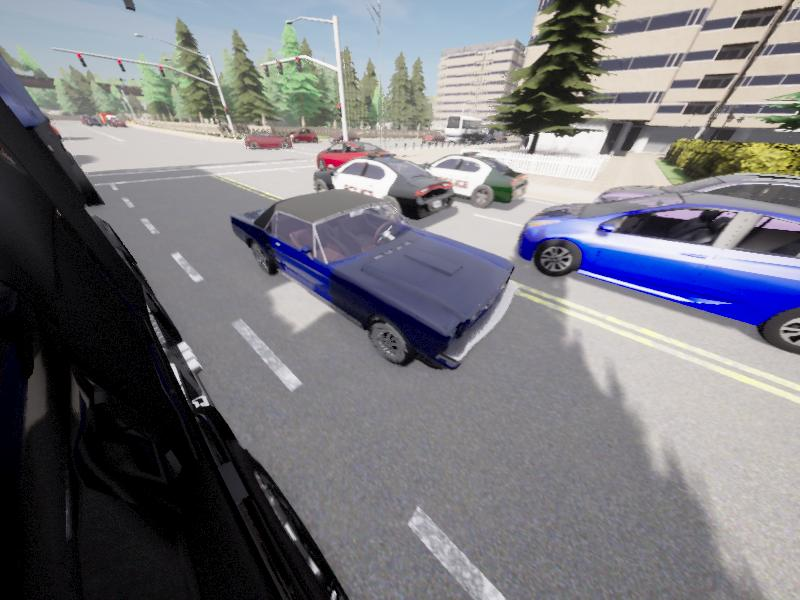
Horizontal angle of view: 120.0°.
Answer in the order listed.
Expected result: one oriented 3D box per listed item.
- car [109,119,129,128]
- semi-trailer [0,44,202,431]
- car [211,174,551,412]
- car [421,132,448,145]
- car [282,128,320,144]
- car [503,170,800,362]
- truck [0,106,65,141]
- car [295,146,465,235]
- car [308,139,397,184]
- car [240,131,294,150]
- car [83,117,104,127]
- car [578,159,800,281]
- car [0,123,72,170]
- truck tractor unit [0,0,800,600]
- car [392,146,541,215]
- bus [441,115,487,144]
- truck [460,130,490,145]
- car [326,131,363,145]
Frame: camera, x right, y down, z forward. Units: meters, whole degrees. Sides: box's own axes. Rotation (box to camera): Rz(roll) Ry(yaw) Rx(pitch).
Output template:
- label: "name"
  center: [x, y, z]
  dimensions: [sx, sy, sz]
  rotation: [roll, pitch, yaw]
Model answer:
- label: "car"
  center: [-61.701, -38.694, 50.648]
  dimensions: [3.806, 1.475, 1.970]
  rotation: [28, 44, 30]
- label: "semi-trailer"
  center: [-8.703, -3.585, 4.249]
  dimensions: [14.254, 4.402, 2.717]
  rotation: [28, 44, 30]
- label: "car"
  center: [-0.716, -0.818, 3.603]
  dimensions: [4.718, 1.301, 1.895]
  rotation: [28, 44, 30]
- label: "car"
  center: [6.038, -28.138, 40.175]
  dimensions: [2.152, 1.651, 5.027]
  rotation: [28, 44, 30]
- label: "car"
  center: [-12.954, -21.657, 30.488]
  dimensions: [1.851, 1.617, 3.988]
  rotation: [30, 45, 32]
- label: "car"
  center: [4.504, -0.884, 3.788]
  dimensions: [4.514, 1.525, 2.007]
  rotation: [28, 44, 30]
- label: "truck"
  center: [-35.888, -17.192, 22.557]
  dimensions: [5.204, 2.467, 2.627]
  rotation: [27, 43, 30]
- label: "car"
  center: [-0.841, -3.720, 7.275]
  dimensions: [4.974, 1.542, 2.038]
  rotation: [28, 44, 30]
- label: "car"
  center: [-2.510, -7.391, 12.088]
  dimensions: [4.514, 1.525, 2.007]
  rotation: [29, 44, 31]
- label: "car"
  center: [-12.912, -15.573, 22.567]
  dimensions: [4.181, 1.385, 1.994]
  rotation: [-20, 42, -27]
- label: "car"
  center: [-66.252, -38.420, 49.923]
  dimensions: [3.988, 1.617, 1.851]
  rotation: [28, 44, 30]
- label: "car"
  center: [7.549, -2.051, 5.429]
  dimensions: [4.856, 1.649, 2.033]
  rotation: [28, 44, 30]
- label: "car"
  center: [-19.396, -8.120, 12.032]
  dimensions: [5.238, 1.638, 1.930]
  rotation: [28, 44, 30]
- label: "truck tractor unit"
  center: [-2.645, -0.295, 0.351]
  dimensions: [6.516, 4.208, 3.053]
  rotation: [28, 44, 30]
- label: "car"
  center: [2.223, -4.835, 8.933]
  dimensions: [4.974, 1.542, 2.038]
  rotation: [28, 44, 30]
- label: "bus"
  center: [12.933, -34.006, 46.196]
  dimensions: [3.944, 4.253, 10.273]
  rotation: [28, 44, 30]
- label: "truck"
  center: [14.226, -30.750, 43.717]
  dimensions: [2.390, 2.098, 6.274]
  rotation: [29, 44, 31]
- label: "car"
  center: [-7.449, -22.057, 31.463]
  dimensions: [1.812, 1.442, 4.674]
  rotation: [28, 44, 30]
